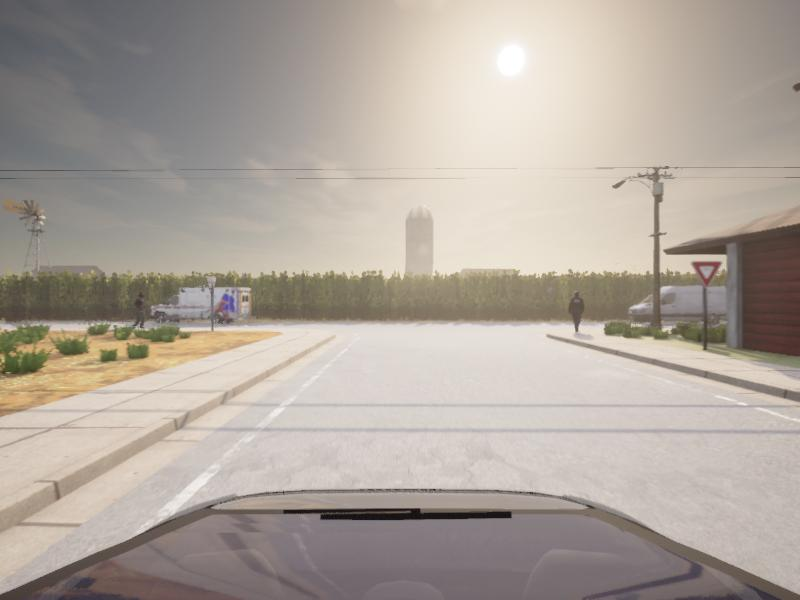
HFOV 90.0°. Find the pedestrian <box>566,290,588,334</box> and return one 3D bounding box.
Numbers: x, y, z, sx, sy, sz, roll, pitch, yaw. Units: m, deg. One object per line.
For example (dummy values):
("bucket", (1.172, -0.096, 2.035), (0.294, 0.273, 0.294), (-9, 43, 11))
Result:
("pedestrian", (7.695, 0.490, 17.360), (0.751, 1.860, 0.751), (0, 0, 33))

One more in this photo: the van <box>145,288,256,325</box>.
("van", (-13.418, 0.412, 27.239), (6.366, 2.431, 2.351), (0, 0, 1))

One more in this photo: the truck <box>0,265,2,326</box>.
("truck", (-29.478, -0.287, 23.982), (8.468, 3.827, 2.891), (0, 0, 1))

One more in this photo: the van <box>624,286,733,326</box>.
("van", (18.500, 0.357, 26.763), (5.915, 2.561, 1.988), (0, 0, 1))

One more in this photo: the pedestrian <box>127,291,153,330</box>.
("pedestrian", (-12.761, 0.517, 19.646), (0.751, 1.860, 0.751), (0, 0, 10))
